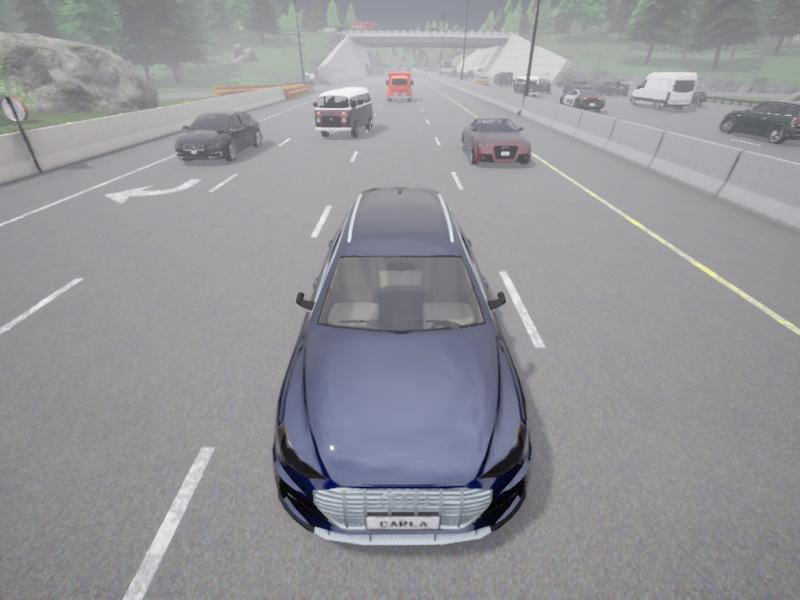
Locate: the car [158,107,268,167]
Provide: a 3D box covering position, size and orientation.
[{"bbox_3d":[-6.902,-6.434,15.468,1.837,1.490,4.892,1,30,1],"label":"car"}]

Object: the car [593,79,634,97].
[{"bbox_3d":[24.462,-24.474,46.060,2.242,1.667,4.611,0,30,0],"label":"car"}]

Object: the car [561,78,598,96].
[{"bbox_3d":[20.963,-25.025,46.997,2.242,1.667,4.611,0,30,0],"label":"car"}]

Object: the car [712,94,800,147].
[{"bbox_3d":[17.483,-8.472,18.653,2.097,1.767,4.553,0,31,0],"label":"car"}]

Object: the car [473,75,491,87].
[{"bbox_3d":[13.945,-37.481,68.323,1.801,1.575,5.366,0,30,0],"label":"car"}]

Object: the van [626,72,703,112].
[{"bbox_3d":[20.978,-16.848,32.197,1.988,2.561,5.915,0,30,0],"label":"van"}]

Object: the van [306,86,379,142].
[{"bbox_3d":[-2.665,-9.320,19.845,2.069,2.038,4.480,5,31,11],"label":"van"}]

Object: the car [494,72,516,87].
[{"bbox_3d":[17.447,-36.975,67.001,2.150,2.045,5.566,0,30,0],"label":"car"}]

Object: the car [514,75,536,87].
[{"bbox_3d":[20.946,-36.834,67.182,2.152,1.651,5.027,0,31,0],"label":"car"}]

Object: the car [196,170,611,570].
[{"bbox_3d":[0.006,-0.060,4.469,2.033,1.649,4.856,0,30,0],"label":"car"}]

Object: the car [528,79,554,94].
[{"bbox_3d":[17.459,-26.562,49.732,1.789,1.549,3.705,0,30,0],"label":"car"}]

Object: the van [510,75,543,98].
[{"bbox_3d":[13.963,-23.739,44.437,2.069,2.038,4.480,0,30,0],"label":"van"}]

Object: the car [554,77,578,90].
[{"bbox_3d":[24.454,-31.967,58.975,1.845,1.501,3.633,0,30,0],"label":"car"}]

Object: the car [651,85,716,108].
[{"bbox_3d":[24.467,-17.778,34.799,2.128,1.511,4.902,0,30,0],"label":"car"}]

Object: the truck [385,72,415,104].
[{"bbox_3d":[-0.032,-20.405,38.327,2.627,2.467,5.204,0,30,0],"label":"truck"}]

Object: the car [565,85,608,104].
[{"bbox_3d":[17.470,-19.394,37.693,1.994,1.385,4.181,0,30,0],"label":"car"}]

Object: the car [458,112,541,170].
[{"bbox_3d":[3.486,-6.009,14.869,1.994,1.385,4.181,0,30,0],"label":"car"}]

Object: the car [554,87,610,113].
[{"bbox_3d":[13.973,-15.613,31.081,2.038,1.542,4.974,0,30,0],"label":"car"}]
